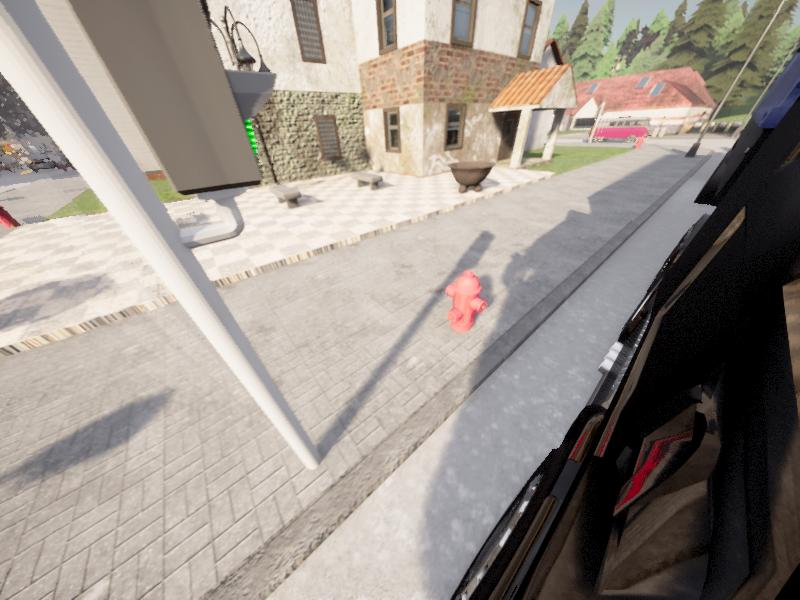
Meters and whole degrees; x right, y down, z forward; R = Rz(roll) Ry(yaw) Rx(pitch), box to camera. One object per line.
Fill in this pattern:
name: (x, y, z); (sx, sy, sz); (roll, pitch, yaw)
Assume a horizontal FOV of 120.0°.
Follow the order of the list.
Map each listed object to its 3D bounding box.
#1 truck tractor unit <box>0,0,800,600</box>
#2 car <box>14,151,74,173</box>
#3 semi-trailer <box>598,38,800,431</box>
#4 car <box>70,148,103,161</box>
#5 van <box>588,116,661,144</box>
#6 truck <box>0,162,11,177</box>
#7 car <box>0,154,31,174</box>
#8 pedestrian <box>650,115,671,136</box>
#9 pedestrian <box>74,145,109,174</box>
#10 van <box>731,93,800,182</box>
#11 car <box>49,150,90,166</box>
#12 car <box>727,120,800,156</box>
truck tractor unit: (2.645, -0.295, 0.352); (6.516, 4.208, 3.053); (-28, 44, -30)
car: (-36.854, -14.469, 24.124); (2.038, 1.542, 4.974); (-28, 43, -30)
semi-trailer: (8.666, -3.639, 4.242); (14.254, 4.402, 2.717); (-29, 44, -30)
car: (-49.446, -23.106, 36.589); (2.033, 1.411, 5.357); (-28, 44, -30)
van: (21.855, -16.662, 22.727); (1.775, 1.987, 4.442); (-28, 43, -30)
truck: (-36.532, -11.368, 18.066); (2.891, 3.827, 8.468); (-28, 44, -30)
car: (-42.056, -14.282, 24.270); (2.163, 1.488, 4.792); (-28, 44, -30)
pedestrian: (29.186, -19.506, 25.911); (0.751, 1.860, 0.751); (-26, 43, -28)
pedestrian: (-24.714, -11.244, 18.530); (0.751, 1.860, 0.751); (-27, 43, -29)
van: (16.536, -6.837, 9.546); (5.915, 2.561, 1.988); (-27, 43, -29)
car: (-42.877, -18.563, 30.118); (1.994, 1.385, 4.181); (-28, 44, -30)
car: (22.447, -9.991, 14.162); (1.789, 1.549, 3.705); (25, 45, 32)
